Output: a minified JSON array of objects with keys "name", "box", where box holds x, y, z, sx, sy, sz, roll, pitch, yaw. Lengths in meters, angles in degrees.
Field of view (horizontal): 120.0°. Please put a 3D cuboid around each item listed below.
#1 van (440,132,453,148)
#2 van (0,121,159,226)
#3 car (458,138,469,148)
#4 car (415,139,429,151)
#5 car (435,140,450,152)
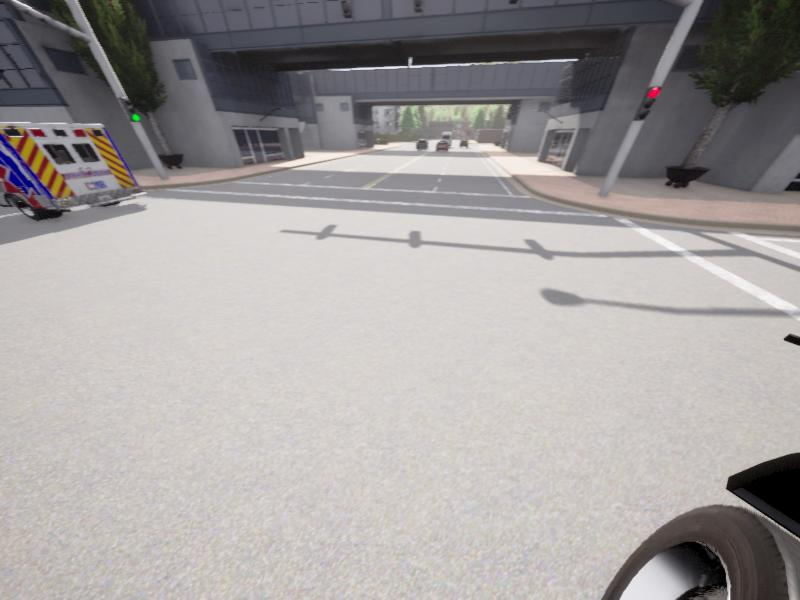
[{"name":"van","box":[9.773,-33.579,48.346,1.988,2.561,5.915,7,37,9]},{"name":"van","box":[-12.369,-4.226,7.524,6.366,2.431,2.351,7,36,9]},{"name":"car","box":[12.604,-30.971,45.543,1.851,1.617,3.988,8,37,11]},{"name":"car","box":[3.815,-26.635,39.551,1.837,1.490,4.892,7,36,9]},{"name":"car","box":[6.771,-24.621,36.889,1.994,1.385,4.181,7,36,9]}]
